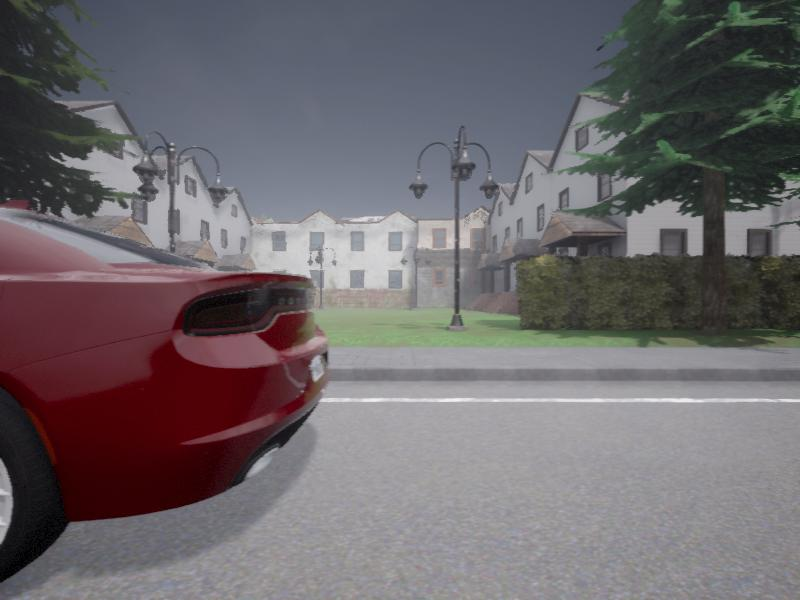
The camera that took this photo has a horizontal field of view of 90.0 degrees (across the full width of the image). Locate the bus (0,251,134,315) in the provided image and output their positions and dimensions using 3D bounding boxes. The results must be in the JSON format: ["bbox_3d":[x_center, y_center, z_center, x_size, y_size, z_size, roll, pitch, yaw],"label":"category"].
[{"bbox_3d":[-26.530,-1.178,31.686,3.944,4.253,10.273,0,0,0],"label":"bus"}]

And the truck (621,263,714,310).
[{"bbox_3d":[24.173,-1.083,36.922,2.891,3.827,8.468,0,0,0],"label":"truck"}]

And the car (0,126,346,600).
[{"bbox_3d":[-2.924,0.218,2.196,5.008,1.535,1.882,0,0,0],"label":"car"}]
